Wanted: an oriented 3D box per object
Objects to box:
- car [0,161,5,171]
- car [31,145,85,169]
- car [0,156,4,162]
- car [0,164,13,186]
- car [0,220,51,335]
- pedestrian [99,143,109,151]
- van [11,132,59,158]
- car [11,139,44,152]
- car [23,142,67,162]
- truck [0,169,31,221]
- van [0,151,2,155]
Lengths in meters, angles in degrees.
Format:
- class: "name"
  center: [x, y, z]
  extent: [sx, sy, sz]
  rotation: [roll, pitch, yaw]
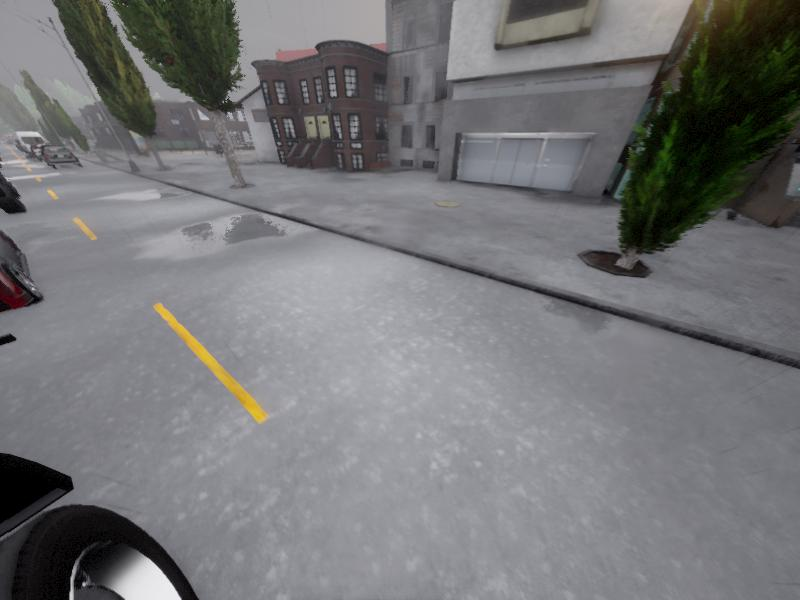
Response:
- class: "car"
  center: [-33.356, -11.182, 18.109]
  extent: [5.366, 1.575, 1.801]
  rotation: [22, 41, 28]
- class: "car"
  center: [-29.034, -12.219, 19.640]
  extent: [3.705, 1.549, 1.789]
  rotation: [22, 41, 28]
- class: "car"
  center: [-42.569, -15.074, 23.297]
  extent: [4.605, 1.855, 1.932]
  rotation: [22, 41, 28]
- class: "car"
  center: [-23.896, -7.280, 12.718]
  extent: [4.902, 1.511, 2.128]
  rotation: [22, 41, 28]
- class: "car"
  center: [-7.540, -0.521, 3.395]
  extent: [4.181, 1.385, 1.994]
  rotation: [22, 41, 28]
- class: "pedestrian"
  center: [-49.022, -25.341, 38.273]
  extent: [0.500, 1.100, 0.500]
  rotation: [24, 42, 30]
- class: "van"
  center: [-45.602, -19.407, 28.841]
  extent: [5.915, 2.561, 1.988]
  rotation: [23, 41, 28]
- class: "car"
  center: [-63.114, -26.172, 39.152]
  extent: [4.611, 1.667, 2.242]
  rotation: [22, 41, 28]
- class: "car"
  center: [-38.421, -16.088, 25.002]
  extent: [3.988, 1.617, 1.851]
  rotation: [22, 41, 28]
- class: "truck"
  center: [-15.621, -4.129, 7.812]
  extent: [6.274, 2.098, 2.390]
  rotation: [22, 41, 28]
- class: "van"
  center: [-57.228, -21.368, 31.482]
  extent: [5.915, 2.561, 1.988]
  rotation: [22, 41, 28]
